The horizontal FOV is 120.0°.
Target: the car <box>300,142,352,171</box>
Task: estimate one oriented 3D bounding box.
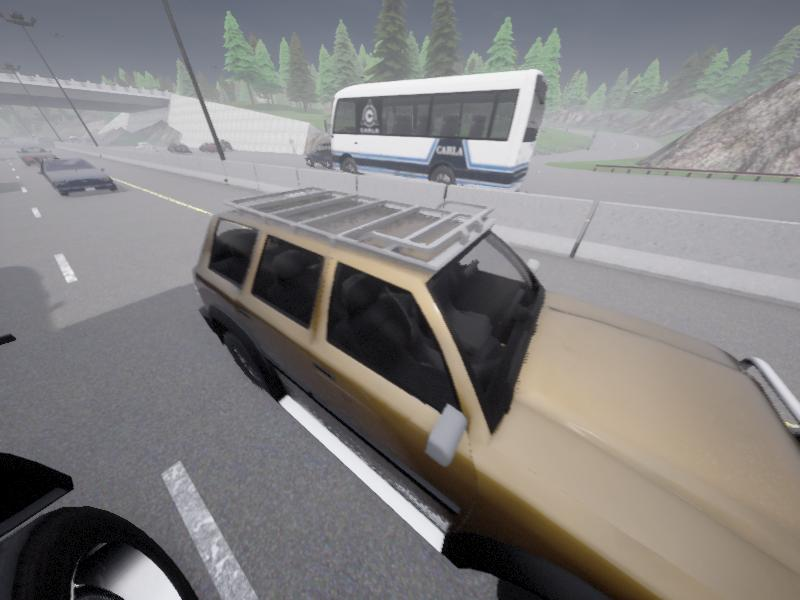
[{"bbox_3d":[-6.224,-12.228,19.566,3.866,1.878,1.905,22,41,28],"label":"car"}]

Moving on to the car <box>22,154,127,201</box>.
[{"bbox_3d":[-15.835,-6.089,11.213,5.357,1.411,2.033,22,41,28],"label":"car"}]

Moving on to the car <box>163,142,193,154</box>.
[{"bbox_3d":[-34.356,-23.527,35.737,4.193,1.474,1.816,22,41,28],"label":"car"}]

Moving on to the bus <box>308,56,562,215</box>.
[{"bbox_3d":[0.886,-7.735,11.224,10.273,4.253,3.944,24,41,27],"label":"bus"}]

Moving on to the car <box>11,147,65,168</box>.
[{"bbox_3d":[-32.287,-12.788,20.610,4.181,1.385,1.994,22,41,28],"label":"car"}]

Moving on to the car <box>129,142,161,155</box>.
[{"bbox_3d":[-37.800,-22.456,34.218,4.674,1.442,1.812,22,41,28],"label":"car"}]

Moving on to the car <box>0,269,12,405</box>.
[{"bbox_3d":[-6.614,0.047,2.389,4.856,1.649,2.033,22,41,28],"label":"car"}]

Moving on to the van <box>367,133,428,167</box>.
[{"bbox_3d":[-0.351,-15.026,23.022,5.915,2.561,1.988,22,41,28],"label":"van"}]

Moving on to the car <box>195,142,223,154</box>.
[{"bbox_3d":[-30.644,-24.475,37.112,4.193,1.474,1.816,22,41,28],"label":"car"}]

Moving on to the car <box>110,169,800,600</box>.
[{"bbox_3d":[0.086,0.200,1.991,4.605,1.855,1.932,23,41,27],"label":"car"}]

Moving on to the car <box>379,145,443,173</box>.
[{"bbox_3d":[0.838,-11.719,19.093,4.611,1.667,2.242,22,41,28],"label":"car"}]

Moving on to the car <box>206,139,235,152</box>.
[{"bbox_3d":[-32.114,-27.707,41.328,4.605,1.855,1.932,22,40,28],"label":"car"}]
